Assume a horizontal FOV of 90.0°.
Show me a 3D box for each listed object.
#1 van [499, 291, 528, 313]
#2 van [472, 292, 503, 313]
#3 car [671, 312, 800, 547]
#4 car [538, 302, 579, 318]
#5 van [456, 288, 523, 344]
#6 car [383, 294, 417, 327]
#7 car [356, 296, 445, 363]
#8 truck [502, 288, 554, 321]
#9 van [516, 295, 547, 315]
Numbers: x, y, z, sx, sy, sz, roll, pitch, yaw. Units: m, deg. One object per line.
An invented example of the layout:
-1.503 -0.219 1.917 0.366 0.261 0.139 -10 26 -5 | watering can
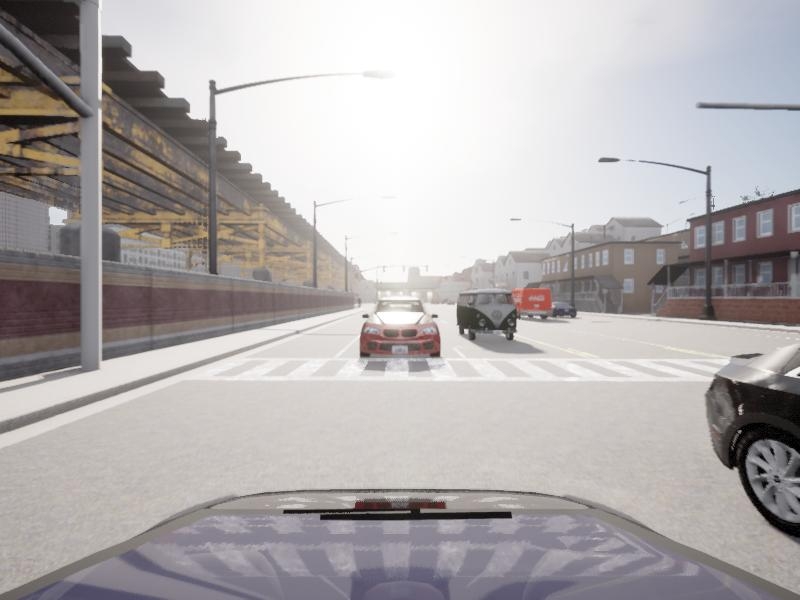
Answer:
13.998 0.236 49.705 1.988 2.561 5.915 0 0 0 | van
10.510 0.294 48.476 2.351 2.431 6.366 0 0 0 | van
3.502 0.843 1.369 1.837 1.490 4.892 0 0 0 | car
13.998 0.846 35.538 1.994 1.385 4.181 0 0 1 | car
3.504 0.568 16.502 1.775 1.987 4.442 0 0 0 | van
0.002 0.603 24.548 1.905 1.878 3.866 0 0 0 | car
0.005 0.734 12.361 2.242 1.667 4.611 0 0 0 | car
10.506 0.307 33.270 2.627 2.467 5.204 0 1 0 | truck
13.999 0.521 42.867 1.775 1.987 4.442 0 0 0 | van
